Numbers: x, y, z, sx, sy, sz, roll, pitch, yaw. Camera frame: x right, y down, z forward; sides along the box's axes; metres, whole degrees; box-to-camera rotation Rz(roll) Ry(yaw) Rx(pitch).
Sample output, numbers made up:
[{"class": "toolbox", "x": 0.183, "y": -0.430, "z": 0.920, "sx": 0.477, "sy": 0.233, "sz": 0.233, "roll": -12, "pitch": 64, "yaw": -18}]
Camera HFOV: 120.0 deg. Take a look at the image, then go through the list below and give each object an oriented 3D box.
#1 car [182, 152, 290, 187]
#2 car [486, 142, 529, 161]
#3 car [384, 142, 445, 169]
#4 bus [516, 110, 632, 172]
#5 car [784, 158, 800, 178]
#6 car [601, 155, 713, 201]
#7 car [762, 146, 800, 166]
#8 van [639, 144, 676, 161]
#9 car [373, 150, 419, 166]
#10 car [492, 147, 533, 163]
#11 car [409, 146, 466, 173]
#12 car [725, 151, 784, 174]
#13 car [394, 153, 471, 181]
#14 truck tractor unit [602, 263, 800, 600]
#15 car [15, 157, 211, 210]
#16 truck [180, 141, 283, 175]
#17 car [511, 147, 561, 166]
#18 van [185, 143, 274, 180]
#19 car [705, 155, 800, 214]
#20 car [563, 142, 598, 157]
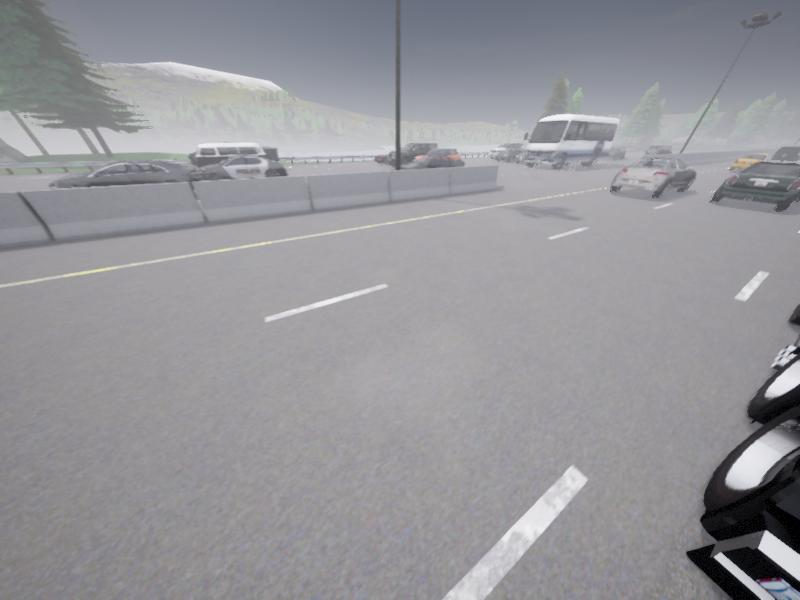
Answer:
[{"class": "car", "x": -9.828, "y": -8.178, "z": 14.344, "sx": 4.974, "sy": 1.542, "sz": 2.038, "roll": -18, "pitch": 39, "yaw": -25}, {"class": "car", "x": 15.272, "y": -21.154, "z": 32.809, "sx": 5.566, "sy": 2.045, "sz": 2.150, "roll": -18, "pitch": 39, "yaw": -25}, {"class": "car", "x": 1.428, "y": -14.353, "z": 22.884, "sx": 5.566, "sy": 2.045, "sz": 2.150, "roll": -18, "pitch": 39, "yaw": -25}, {"class": "bus", "x": 17.265, "y": -15.705, "z": 23.057, "sx": 10.273, "sy": 4.253, "sz": 3.944, "roll": -18, "pitch": 39, "yaw": -24}, {"class": "car", "x": 32.689, "y": -10.431, "z": 18.052, "sx": 3.806, "sy": 1.475, "sz": 1.970, "roll": -18, "pitch": 39, "yaw": -24}, {"class": "car", "x": 13.525, "y": -6.575, "z": 12.187, "sx": 5.027, "sy": 1.651, "sz": 2.152, "roll": -18, "pitch": 39, "yaw": -24}, {"class": "car", "x": 46.418, "y": -17.367, "z": 27.804, "sx": 3.866, "sy": 1.878, "sz": 1.905, "roll": -18, "pitch": 39, "yaw": -24}, {"class": "van", "x": 37.001, "y": -21.267, "z": 33.238, "sx": 4.442, "sy": 1.987, "sz": 1.775, "roll": -18, "pitch": 39, "yaw": -24}, {"class": "car", "x": -0.443, "y": -15.744, "z": 25.524, "sx": 4.718, "sy": 1.301, "sz": 1.895, "roll": -18, "pitch": 39, "yaw": -24}, {"class": "car", "x": 14.185, "y": -18.282, "z": 29.118, "sx": 4.514, "sy": 1.525, "sz": 2.007, "roll": -18, "pitch": 39, "yaw": -24}, {"class": "car", "x": 3.296, "y": -12.551, "z": 20.528, "sx": 4.553, "sy": 1.767, "sz": 2.097, "roll": -18, "pitch": 39, "yaw": -24}, {"class": "car", "x": 33.090, "y": -12.912, "z": 21.534, "sx": 5.366, "sy": 1.575, "sz": 1.801, "roll": -18, "pitch": 39, "yaw": -24}, {"class": "car", "x": 2.382, "y": -9.783, "z": 16.890, "sx": 5.357, "sy": 1.411, "sz": 2.033, "roll": -18, "pitch": 39, "yaw": -24}, {"class": "truck tractor unit", "x": 5.111, "y": -0.298, "z": 0.791, "sx": 6.516, "sy": 4.208, "sz": 3.053, "roll": -18, "pitch": 39, "yaw": -24}, {"class": "car", "x": -11.670, "y": -5.265, "z": 10.151, "sx": 4.902, "sy": 1.511, "sz": 2.128, "roll": -18, "pitch": 39, "yaw": -25}, {"class": "truck", "x": -13.466, "y": -11.842, "z": 19.077, "sx": 6.274, "sy": 2.098, "sz": 2.390, "roll": -18, "pitch": 39, "yaw": -24}, {"class": "car", "x": 15.565, "y": -16.464, "z": 26.431, "sx": 5.027, "sy": 1.651, "sz": 2.152, "roll": -18, "pitch": 39, "yaw": -24}, {"class": "van", "x": -11.897, "y": -10.023, "z": 16.526, "sx": 4.480, "sy": 2.038, "sz": 2.069, "roll": -18, "pitch": 39, "yaw": -24}, {"class": "car", "x": 16.315, "y": -5.244, "z": 10.150, "sx": 4.553, "sy": 1.767, "sz": 2.097, "roll": -18, "pitch": 39, "yaw": -24}, {"class": "car", "x": 31.866, "y": -26.544, "z": 40.728, "sx": 5.566, "sy": 2.045, "sz": 2.150, "roll": -18, "pitch": 39, "yaw": -25}]
